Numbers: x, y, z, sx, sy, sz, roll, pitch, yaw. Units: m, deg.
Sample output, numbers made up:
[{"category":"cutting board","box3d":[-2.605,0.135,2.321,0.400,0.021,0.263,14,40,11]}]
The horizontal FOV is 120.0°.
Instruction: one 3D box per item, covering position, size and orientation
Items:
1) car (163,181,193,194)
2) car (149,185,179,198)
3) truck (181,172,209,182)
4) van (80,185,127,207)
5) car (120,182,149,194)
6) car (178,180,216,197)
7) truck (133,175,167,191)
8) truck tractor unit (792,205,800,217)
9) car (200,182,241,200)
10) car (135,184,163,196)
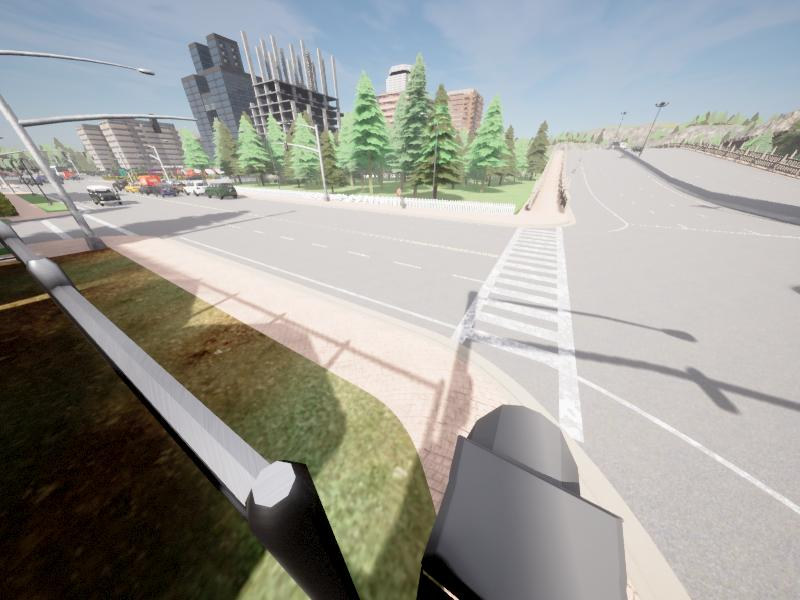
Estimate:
[{"category":"car","box3d":[-38.129,-19.391,39.713,4.605,1.855,1.932,17,34,27]},{"category":"car","box3d":[-35.779,-16.477,34.990,3.705,1.549,1.789,17,34,27]},{"category":"truck","box3d":[-62.560,-37.542,70.571,2.627,2.467,5.204,16,33,26]},{"category":"van","box3d":[-35.133,-12.382,27.412,4.480,2.038,2.069,17,34,27]},{"category":"car","box3d":[-47.118,-19.966,41.007,5.366,1.575,1.801,17,34,27]},{"category":"car","box3d":[-31.949,-17.567,36.387,5.566,2.045,2.150,17,34,27]},{"category":"truck","box3d":[-49.132,-23.022,45.411,5.204,2.467,2.627,17,34,27]},{"category":"truck tractor unit","box3d":[36.419,-7.937,17.510,3.053,4.208,6.516,16,34,26]},{"category":"car","box3d":[-25.721,-15.660,33.083,5.566,2.045,2.150,17,34,27]},{"category":"car","box3d":[-41.167,-18.094,37.870,4.193,1.474,1.816,17,34,27]}]
